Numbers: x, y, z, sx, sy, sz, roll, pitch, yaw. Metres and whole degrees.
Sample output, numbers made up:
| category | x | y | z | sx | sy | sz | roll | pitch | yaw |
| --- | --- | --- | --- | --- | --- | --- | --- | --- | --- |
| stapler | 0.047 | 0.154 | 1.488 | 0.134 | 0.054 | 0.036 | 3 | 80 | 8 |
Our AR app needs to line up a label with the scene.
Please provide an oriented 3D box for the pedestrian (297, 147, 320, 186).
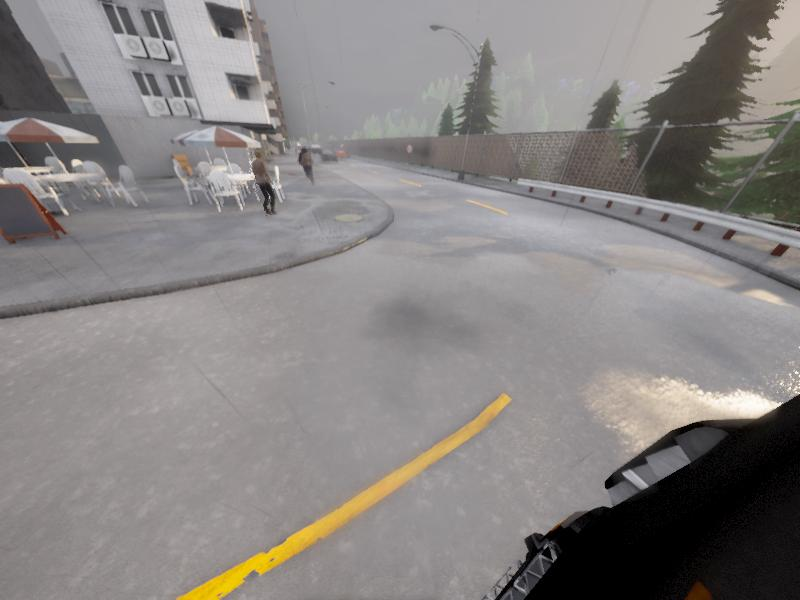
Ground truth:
| category | x | y | z | sx | sy | sz | roll | pitch | yaw |
| --- | --- | --- | --- | --- | --- | --- | --- | --- | --- |
| pedestrian | -5.214 | -7.634 | 13.212 | 0.751 | 1.860 | 0.751 | -17 | 38 | -26 |

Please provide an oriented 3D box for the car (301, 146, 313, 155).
| category | x | y | z | sx | sy | sz | roll | pitch | yaw |
| --- | --- | --- | --- | --- | --- | --- | --- | --- | --- |
| car | -22.932 | -36.979 | 57.013 | 1.930 | 1.638 | 5.238 | -12 | 36 | -20 |

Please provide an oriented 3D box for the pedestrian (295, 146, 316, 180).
| category | x | y | z | sx | sy | sz | roll | pitch | yaw |
| --- | --- | --- | --- | --- | --- | --- | --- | --- | --- |
| pedestrian | -6.191 | -8.973 | 15.184 | 0.751 | 1.860 | 0.751 | -18 | 38 | -27 |

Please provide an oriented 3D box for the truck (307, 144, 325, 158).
| category | x | y | z | sx | sy | sz | roll | pitch | yaw |
| --- | --- | --- | --- | --- | --- | --- | --- | --- | --- |
| truck | -16.001 | -28.328 | 43.898 | 2.390 | 2.098 | 6.274 | -11 | 36 | -19 |

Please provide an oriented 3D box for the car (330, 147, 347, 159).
| category | x | y | z | sx | sy | sz | roll | pitch | yaw |
| --- | --- | --- | --- | --- | --- | --- | --- | --- | --- |
| car | -11.560 | -27.721 | 43.470 | 2.097 | 1.767 | 4.553 | -12 | 36 | -20 |

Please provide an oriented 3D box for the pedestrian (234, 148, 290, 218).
| category | x | y | z | sx | sy | sz | roll | pitch | yaw |
| --- | --- | --- | --- | --- | --- | --- | --- | --- | --- |
| pedestrian | -4.254 | -3.659 | 7.267 | 0.751 | 1.860 | 0.751 | 9 | 34 | 10 |

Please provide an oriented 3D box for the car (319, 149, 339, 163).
| category | x | y | z | sx | sy | sz | roll | pitch | yaw |
| --- | --- | --- | --- | --- | --- | --- | --- | --- | --- |
| car | -10.217 | -20.545 | 32.952 | 1.882 | 1.535 | 5.008 | -11 | 36 | -19 |

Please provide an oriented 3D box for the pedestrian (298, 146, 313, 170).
| category | x | y | z | sx | sy | sz | roll | pitch | yaw |
| --- | --- | --- | --- | --- | --- | --- | --- | --- | --- |
| pedestrian | -8.651 | -13.052 | 21.210 | 0.751 | 1.860 | 0.751 | -20 | 39 | -30 |
